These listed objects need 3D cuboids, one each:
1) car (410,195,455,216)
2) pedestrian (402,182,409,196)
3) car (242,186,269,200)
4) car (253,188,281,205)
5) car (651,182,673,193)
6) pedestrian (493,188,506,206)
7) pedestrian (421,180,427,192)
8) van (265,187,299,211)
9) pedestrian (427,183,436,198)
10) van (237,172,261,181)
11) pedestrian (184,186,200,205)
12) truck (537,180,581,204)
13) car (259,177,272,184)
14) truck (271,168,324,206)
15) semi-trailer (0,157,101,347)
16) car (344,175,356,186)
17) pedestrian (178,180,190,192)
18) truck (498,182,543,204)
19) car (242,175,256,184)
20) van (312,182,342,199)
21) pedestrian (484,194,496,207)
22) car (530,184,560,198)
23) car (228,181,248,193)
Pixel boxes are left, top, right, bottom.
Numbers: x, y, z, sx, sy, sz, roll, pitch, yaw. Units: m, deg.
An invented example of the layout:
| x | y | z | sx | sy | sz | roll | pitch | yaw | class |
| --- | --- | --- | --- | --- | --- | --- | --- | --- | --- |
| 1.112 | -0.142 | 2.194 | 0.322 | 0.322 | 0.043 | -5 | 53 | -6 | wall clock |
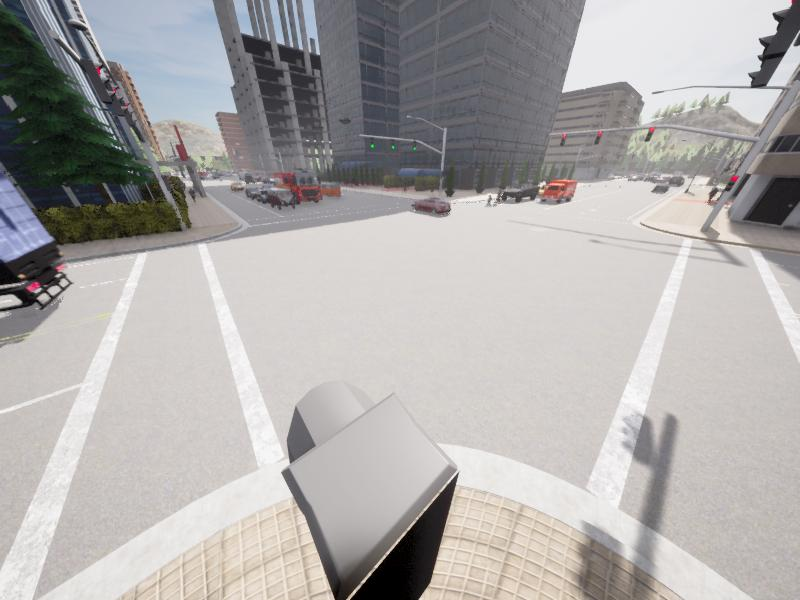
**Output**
| x | y | z | sx | sy | sz | roll | pitch | yaw | class |
| --- | --- | --- | --- | --- | --- | --- | --- | --- | --- |
| 3.130 | -9.509 | 23.108 | 1.994 | 1.385 | 4.181 | -23 | 37 | -34 | car |
| 0.774 | -16.816 | 34.918 | 0.751 | 1.860 | 0.751 | 23 | 37 | 34 | pedestrian |
| -21.288 | -15.726 | 33.851 | 2.033 | 1.411 | 5.357 | -23 | 37 | -34 | car |
| -17.092 | -13.309 | 29.581 | 1.970 | 1.475 | 3.806 | -23 | 37 | -34 | car |
| 47.611 | -20.443 | 41.972 | 4.674 | 1.442 | 1.812 | -23 | 37 | -34 | car |
| 11.532 | -11.951 | 26.796 | 0.751 | 1.860 | 0.751 | -16 | 33 | -25 | pedestrian |
| 4.174 | -19.917 | 40.282 | 0.751 | 1.860 | 0.751 | -8 | 31 | -14 | pedestrian |
| -13.002 | -11.136 | 25.307 | 1.775 | 1.987 | 4.442 | -23 | 37 | -34 | van |
| 4.510 | -15.723 | 33.025 | 0.751 | 1.860 | 0.751 | -23 | 37 | -34 | pedestrian |
| -49.244 | -40.435 | 75.458 | 5.915 | 2.561 | 1.988 | -23 | 37 | -34 | van |
| -24.218 | -12.215 | 26.949 | 0.751 | 1.860 | 0.751 | -23 | 37 | -34 | pedestrian |
| 20.639 | -14.160 | 30.062 | 5.204 | 2.467 | 2.627 | -23 | 37 | -34 | truck |
| -37.364 | -33.252 | 64.124 | 1.970 | 1.475 | 3.806 | -23 | 37 | -34 | car |
| -13.322 | -14.808 | 29.830 | 2.891 | 3.827 | 8.468 | -23 | 37 | -34 | truck |
| -15.804 | 0.517 | 2.684 | 14.254 | 4.402 | 2.717 | -20 | 35 | -31 | semi-trailer |
| -11.925 | -28.857 | 55.608 | 2.390 | 2.098 | 6.274 | -5 | 30 | -9 | car |
| -37.081 | -19.544 | 39.643 | 0.751 | 1.860 | 0.751 | -13 | 32 | -21 | pedestrian |
| 16.129 | -14.403 | 30.853 | 6.274 | 2.098 | 2.390 | -22 | 37 | -33 | truck |
| -41.712 | -33.279 | 63.759 | 1.905 | 1.878 | 3.866 | -23 | 38 | -34 | car |
| -10.864 | -16.461 | 34.531 | 4.442 | 1.987 | 1.775 | 22 | 36 | 33 | van |
| 10.305 | -11.440 | 26.472 | 0.751 | 1.300 | 0.751 | -24 | 38 | -35 | pedestrian |
| 22.172 | -16.671 | 35.301 | 5.366 | 1.575 | 1.801 | -22 | 37 | -33 | car |
| -29.979 | -20.876 | 42.626 | 1.882 | 1.535 | 5.008 | -23 | 37 | -34 | car |
